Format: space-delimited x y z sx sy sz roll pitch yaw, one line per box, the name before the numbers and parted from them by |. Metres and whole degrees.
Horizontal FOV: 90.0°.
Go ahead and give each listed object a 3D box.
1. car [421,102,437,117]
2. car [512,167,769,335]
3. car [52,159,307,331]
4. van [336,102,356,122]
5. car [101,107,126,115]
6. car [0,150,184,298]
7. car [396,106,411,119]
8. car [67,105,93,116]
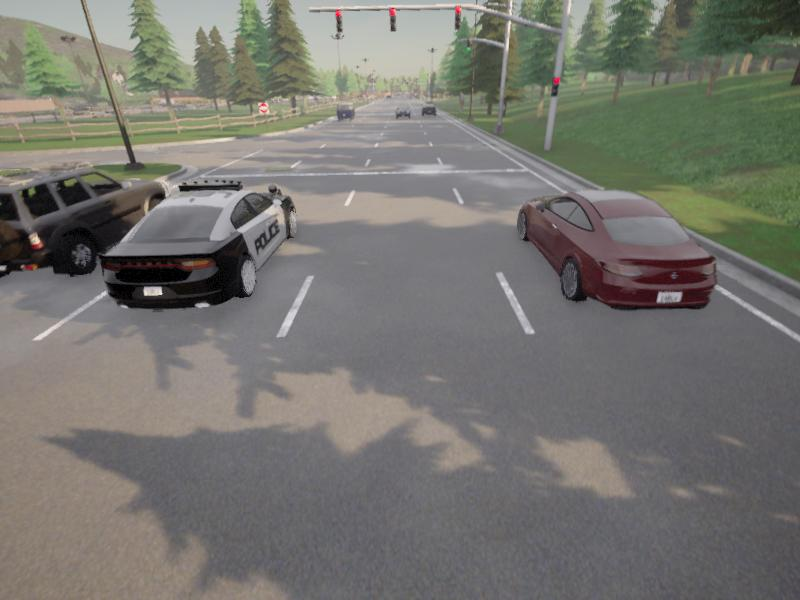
car | 3.953 -26.599 55.731 1.930 1.638 5.238 -1 27 1
car | 3.566 -1.250 7.234 1.812 1.442 4.674 -1 28 1
car | -3.430 -1.482 7.784 1.930 1.638 5.238 -1 27 1
van | -6.602 -23.122 49.154 1.775 1.987 4.442 -1 28 1
car | -60.379 -39.822 84.339 1.994 1.385 4.181 -1 27 1
car | -6.926 -1.907 8.498 1.932 1.855 4.605 -1 27 1
car | 0.433 -24.771 52.752 1.895 1.301 4.718 -1 27 1
car | -67.383 -39.916 84.319 1.905 1.878 3.866 -1 27 1
